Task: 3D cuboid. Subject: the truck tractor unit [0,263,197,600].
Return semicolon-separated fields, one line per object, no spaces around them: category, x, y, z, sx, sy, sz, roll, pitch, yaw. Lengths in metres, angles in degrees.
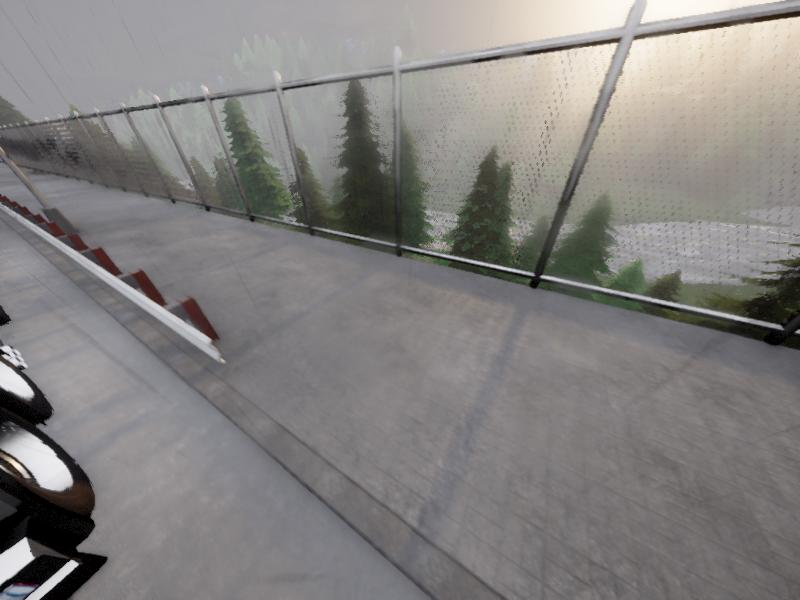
truck tractor unit;-5.112;-0.299;0.785;6.516;4.208;3.053;18;39;24
